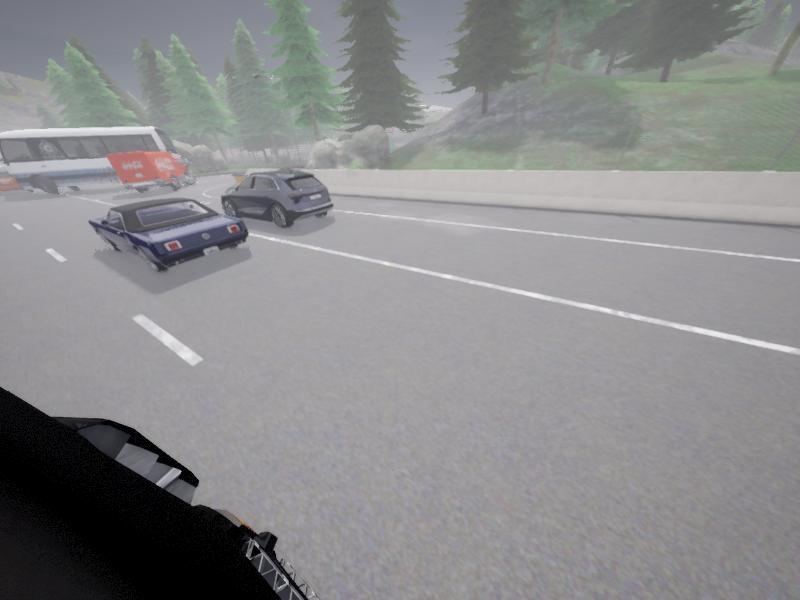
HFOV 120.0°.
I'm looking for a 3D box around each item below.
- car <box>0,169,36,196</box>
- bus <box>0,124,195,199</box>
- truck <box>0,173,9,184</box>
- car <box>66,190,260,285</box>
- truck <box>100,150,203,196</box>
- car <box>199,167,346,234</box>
[{"bbox_3d":[-35.343,-10.503,20.570,4.553,1.767,2.097,16,38,26],"label":"car"},{"bbox_3d":[-24.858,-11.615,19.219,10.273,4.253,3.944,-17,36,-19],"label":"bus"},{"bbox_3d":[-58.093,-17.884,31.426,8.468,3.827,2.891,16,38,26],"label":"truck"},{"bbox_3d":[-6.222,-1.918,6.070,4.718,1.301,1.895,16,38,26],"label":"car"},{"bbox_3d":[-18.481,-9.902,17.791,2.627,2.467,5.204,-13,34,-9],"label":"truck"},{"bbox_3d":[-4.689,-3.866,8.557,4.856,1.649,2.033,16,38,26],"label":"car"}]
